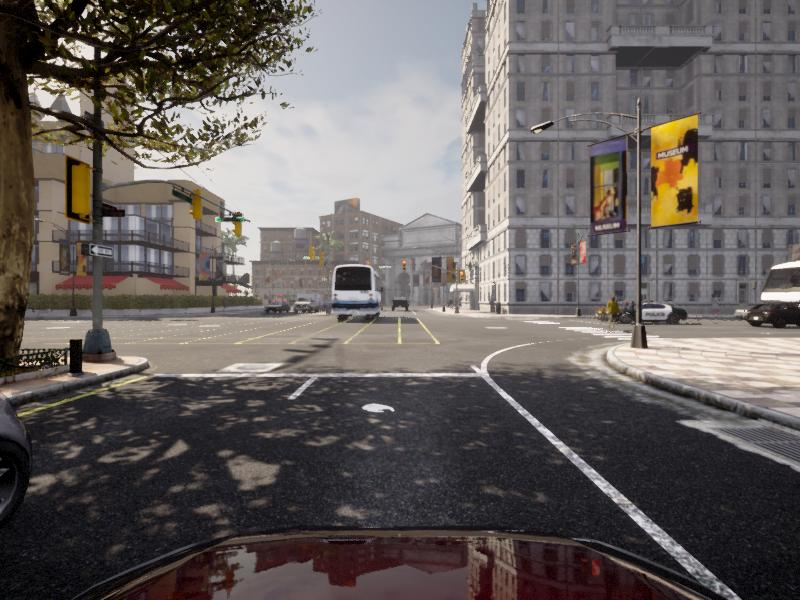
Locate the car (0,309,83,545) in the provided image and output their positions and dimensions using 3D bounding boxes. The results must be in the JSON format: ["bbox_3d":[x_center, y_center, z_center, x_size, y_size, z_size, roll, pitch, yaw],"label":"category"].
[{"bbox_3d":[-3.492,0.826,1.425,1.845,1.501,3.633,0,0,0],"label":"car"}]

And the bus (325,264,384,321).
[{"bbox_3d":[-3.622,-0.540,34.935,3.944,4.253,10.273,0,0,0],"label":"bus"}]

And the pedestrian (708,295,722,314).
[{"bbox_3d":[31.141,0.479,39.545,0.751,1.860,0.751,0,0,0],"label":"pedestrian"}]

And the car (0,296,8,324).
[{"bbox_3d":[-28.938,0.647,26.231,4.605,1.855,1.932,0,0,-1],"label":"car"}]

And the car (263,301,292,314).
[{"bbox_3d":[-15.001,0.888,49.342,2.033,1.411,5.357,0,0,0],"label":"car"}]

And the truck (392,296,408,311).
[{"bbox_3d":[0.000,0.534,59.649,2.390,2.098,6.274,0,0,0],"label":"truck"}]

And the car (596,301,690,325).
[{"bbox_3d":[15.953,0.820,26.480,4.974,1.542,2.038,0,0,-1],"label":"car"}]

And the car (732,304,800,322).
[{"bbox_3d":[28.041,0.940,30.042,4.718,1.301,1.895,0,0,0],"label":"car"}]

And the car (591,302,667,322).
[{"bbox_3d":[17.077,0.865,29.987,4.674,1.442,1.812,0,0,0],"label":"car"}]

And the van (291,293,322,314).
[{"bbox_3d":[-11.502,0.371,49.802,2.351,2.431,6.366,0,0,0],"label":"van"}]

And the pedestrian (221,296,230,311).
[{"bbox_3d":[-22.225,0.478,50.946,0.751,1.860,0.751,0,0,0],"label":"pedestrian"}]

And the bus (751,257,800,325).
[{"bbox_3d":[30.063,-0.533,26.424,10.273,4.253,3.944,1,0,0],"label":"bus"}]

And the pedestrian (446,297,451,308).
[{"bbox_3d":[8.716,0.475,71.665,0.751,1.860,0.751,0,0,-9],"label":"pedestrian"}]

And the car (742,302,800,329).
[{"bbox_3d":[22.546,0.851,23.029,4.193,1.474,1.816,0,0,0],"label":"car"}]

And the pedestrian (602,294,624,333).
[{"bbox_3d":[10.357,0.634,19.478,0.751,1.860,0.751,0,0,9],"label":"pedestrian"}]
